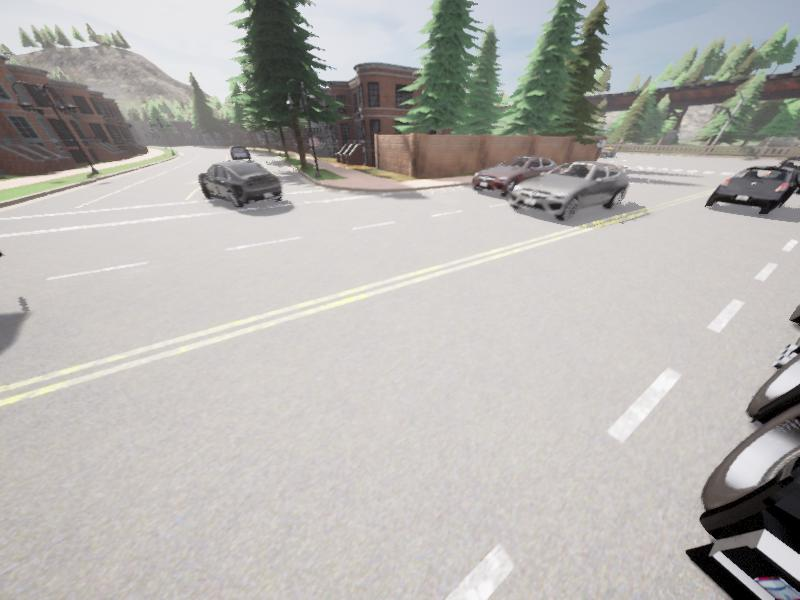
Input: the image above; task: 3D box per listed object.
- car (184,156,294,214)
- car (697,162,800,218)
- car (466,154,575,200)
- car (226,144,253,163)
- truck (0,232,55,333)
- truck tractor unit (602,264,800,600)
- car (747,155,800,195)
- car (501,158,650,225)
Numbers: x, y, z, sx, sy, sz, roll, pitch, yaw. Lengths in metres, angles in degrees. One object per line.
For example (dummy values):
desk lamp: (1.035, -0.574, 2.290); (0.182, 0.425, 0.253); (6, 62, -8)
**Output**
car: (-7.042, -5.166, 10.043); (4.892, 1.490, 1.837); (24, 45, 29)
car: (14.412, -4.536, 9.286); (3.633, 1.501, 1.845); (-18, 39, -24)
car: (6.207, -6.516, 11.988); (5.027, 1.651, 2.152); (-18, 39, -24)
car: (-18.915, -17.428, 27.397); (2.033, 1.649, 4.856); (-17, 39, -24)
truck: (-8.498, 0.394, 1.539); (6.274, 2.098, 2.390); (-18, 39, -24)
truck tractor unit: (5.109, -0.304, 0.777); (6.516, 4.208, 3.053); (-18, 39, -24)
car: (21.938, -7.021, 12.843); (3.988, 1.617, 1.851); (-18, 39, -24)
car: (6.701, -4.367, 8.906); (5.027, 1.651, 2.152); (-18, 39, -24)
